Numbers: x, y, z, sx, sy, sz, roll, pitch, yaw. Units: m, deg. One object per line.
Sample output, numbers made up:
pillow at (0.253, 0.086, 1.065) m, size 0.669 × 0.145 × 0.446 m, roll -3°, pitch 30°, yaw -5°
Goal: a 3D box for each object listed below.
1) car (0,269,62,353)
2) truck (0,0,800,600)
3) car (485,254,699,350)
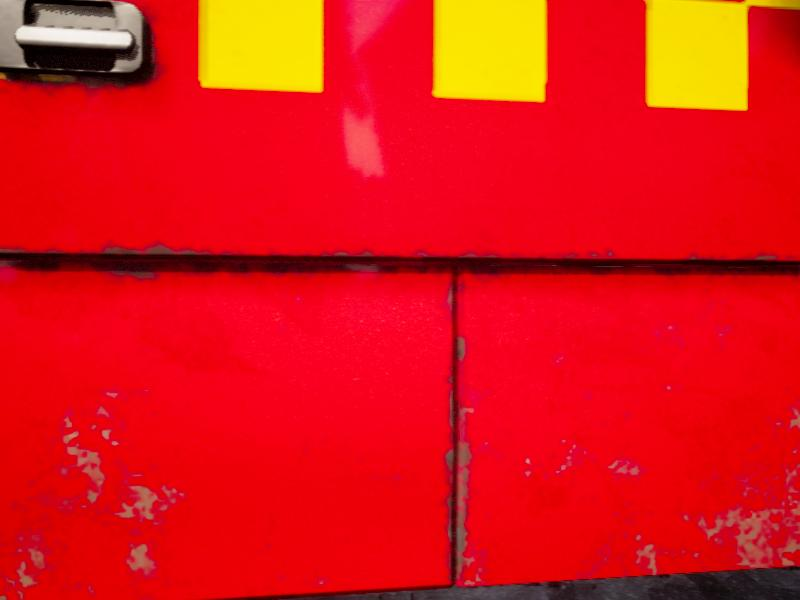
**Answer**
car at (-10.255, 0.201, 7.795) m, size 5.366 × 1.575 × 1.801 m, roll 0°, pitch 0°, yaw -14°
truck at (-0.945, -0.921, 2.117) m, size 8.468 × 3.827 × 2.891 m, roll 0°, pitch 0°, yaw -5°
car at (3.988, 0.043, 8.921) m, size 3.866 × 1.878 × 1.905 m, roll 0°, pitch 0°, yaw 5°
